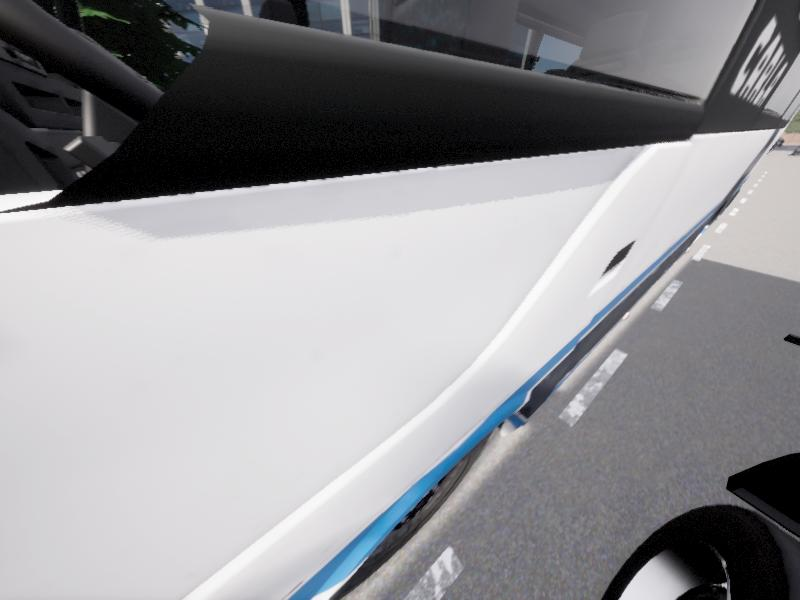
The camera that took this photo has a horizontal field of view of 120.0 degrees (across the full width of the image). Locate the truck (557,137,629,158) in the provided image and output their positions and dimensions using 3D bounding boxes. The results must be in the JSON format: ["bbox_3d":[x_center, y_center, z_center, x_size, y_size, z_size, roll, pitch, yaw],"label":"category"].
[{"bbox_3d":[24.224,-19.479,29.379,2.390,2.098,6.274,-23,41,-28],"label":"truck"}]

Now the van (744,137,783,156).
[{"bbox_3d":[48.833,-20.652,31.035,4.442,1.987,1.775,-21,40,-26],"label":"van"}]

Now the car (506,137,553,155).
[{"bbox_3d":[19.413,-23.330,34.916,2.150,2.045,5.566,-23,41,-28],"label":"car"}]

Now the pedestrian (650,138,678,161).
[{"bbox_3d":[25.457,-14.527,22.309,0.751,1.860,0.751,0,35,1],"label":"pedestrian"}]

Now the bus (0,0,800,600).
[{"bbox_3d":[2.103,-1.941,2.939,10.273,4.253,3.944,-23,41,-28],"label":"bus"}]

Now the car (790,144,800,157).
[{"bbox_3d":[51.589,-19.018,29.167,4.674,1.442,1.812,-23,41,-28],"label":"car"}]
